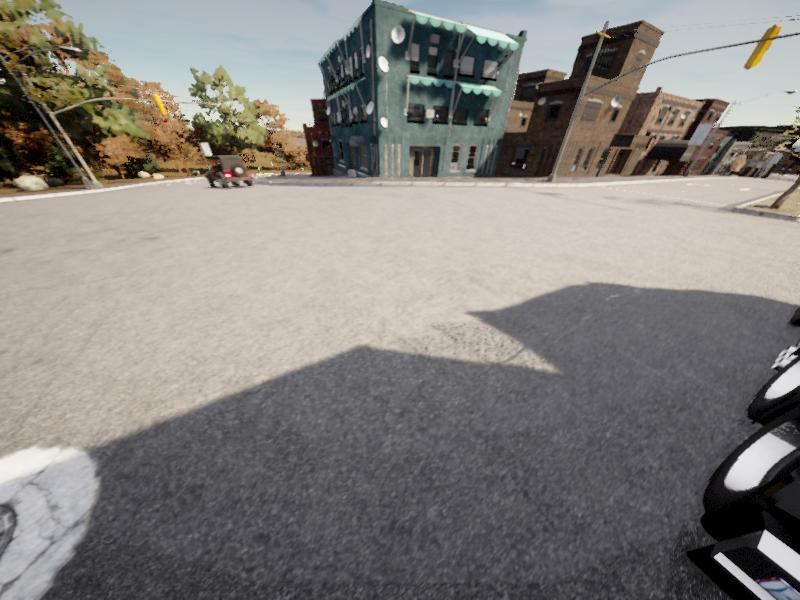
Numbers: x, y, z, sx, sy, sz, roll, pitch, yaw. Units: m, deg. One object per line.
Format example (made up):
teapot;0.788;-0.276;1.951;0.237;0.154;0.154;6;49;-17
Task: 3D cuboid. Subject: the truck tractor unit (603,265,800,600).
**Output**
truck tractor unit;5.114;-0.295;0.792;6.516;4.208;3.053;-18;38;-24

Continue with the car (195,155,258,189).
car;-12.202;-9.029;16.295;3.866;1.878;1.905;19;36;32
